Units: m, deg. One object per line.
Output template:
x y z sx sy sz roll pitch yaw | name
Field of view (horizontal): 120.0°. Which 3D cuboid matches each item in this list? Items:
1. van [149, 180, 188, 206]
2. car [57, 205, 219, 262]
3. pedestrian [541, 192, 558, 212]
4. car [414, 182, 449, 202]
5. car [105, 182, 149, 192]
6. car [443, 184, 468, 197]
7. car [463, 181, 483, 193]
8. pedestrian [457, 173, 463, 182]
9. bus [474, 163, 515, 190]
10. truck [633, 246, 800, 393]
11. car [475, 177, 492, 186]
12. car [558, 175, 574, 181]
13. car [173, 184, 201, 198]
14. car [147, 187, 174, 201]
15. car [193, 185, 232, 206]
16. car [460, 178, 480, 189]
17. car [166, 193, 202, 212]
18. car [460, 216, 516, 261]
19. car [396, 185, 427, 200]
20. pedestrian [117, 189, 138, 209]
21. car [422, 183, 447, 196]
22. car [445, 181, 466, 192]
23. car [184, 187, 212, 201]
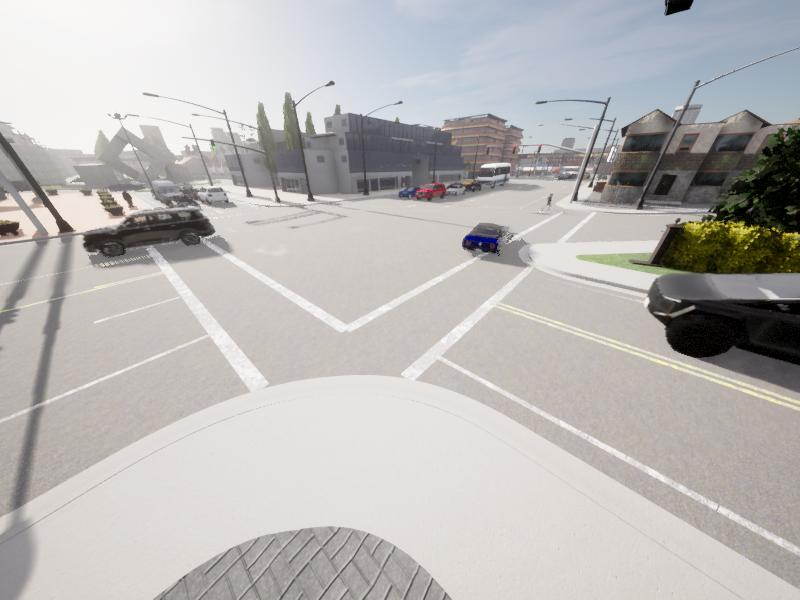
-29.986 -13.922 29.886 5.915 2.561 1.988 23 37 34 | van
-14.339 -4.091 13.427 5.566 2.045 2.150 -22 36 -32 | car
15.438 -10.138 23.898 0.751 1.860 0.751 2 30 3 | pedestrian
4.495 -15.481 32.969 2.150 2.045 5.566 23 37 34 | car
-54.101 -22.539 45.956 5.357 1.411 2.033 -22 37 -33 | car
9.175 -18.068 37.952 1.812 1.442 4.674 23 38 34 | car
13.383 -20.697 42.256 1.816 1.474 4.193 23 38 34 | car
15.182 -30.953 58.468 0.751 1.860 0.751 24 38 35 | pedestrian
19.637 -25.762 47.774 3.944 4.253 10.273 23 39 34 | bus
9.634 0.773 4.875 6.274 2.098 2.390 23 37 34 | truck
19.038 -27.106 52.717 1.812 1.442 4.674 23 39 34 | car
47.248 -34.802 65.811 4.718 1.301 1.895 -21 36 -33 | car
-34.663 -17.825 37.543 5.238 1.638 1.930 23 37 34 | car
-35.140 -15.621 33.838 3.633 1.501 1.845 22 37 33 | car
-24.089 -13.486 29.622 5.566 2.045 2.150 23 37 34 | car
14.715 -24.380 48.283 1.882 1.535 5.008 23 39 34 | car
-24.281 -11.043 25.962 4.193 1.474 1.816 23 37 34 | car
5.314 -3.819 13.631 1.895 1.301 4.718 16 34 26 | car
1.789 -16.373 35.030 1.882 1.535 5.008 22 37 34 | car
-29.637 -11.002 25.158 0.751 1.860 0.751 -18 35 -28 | pedestrian
5.948 -18.877 39.331 1.837 1.490 4.892 22 38 34 | car
10.656 -21.736 44.166 1.994 1.385 4.181 24 39 35 | car
-29.555 -15.560 33.787 4.193 1.474 1.816 23 37 34 | car
